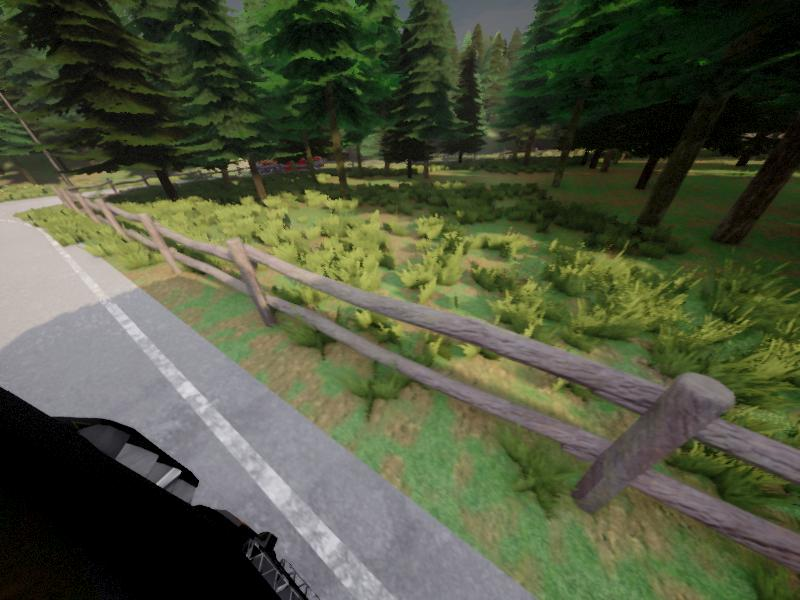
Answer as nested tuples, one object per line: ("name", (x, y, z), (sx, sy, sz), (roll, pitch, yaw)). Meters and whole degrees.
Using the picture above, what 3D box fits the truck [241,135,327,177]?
("truck", (-14.022, -17.921, 28.682), (8.468, 3.827, 2.891), (-22, 38, -26))
